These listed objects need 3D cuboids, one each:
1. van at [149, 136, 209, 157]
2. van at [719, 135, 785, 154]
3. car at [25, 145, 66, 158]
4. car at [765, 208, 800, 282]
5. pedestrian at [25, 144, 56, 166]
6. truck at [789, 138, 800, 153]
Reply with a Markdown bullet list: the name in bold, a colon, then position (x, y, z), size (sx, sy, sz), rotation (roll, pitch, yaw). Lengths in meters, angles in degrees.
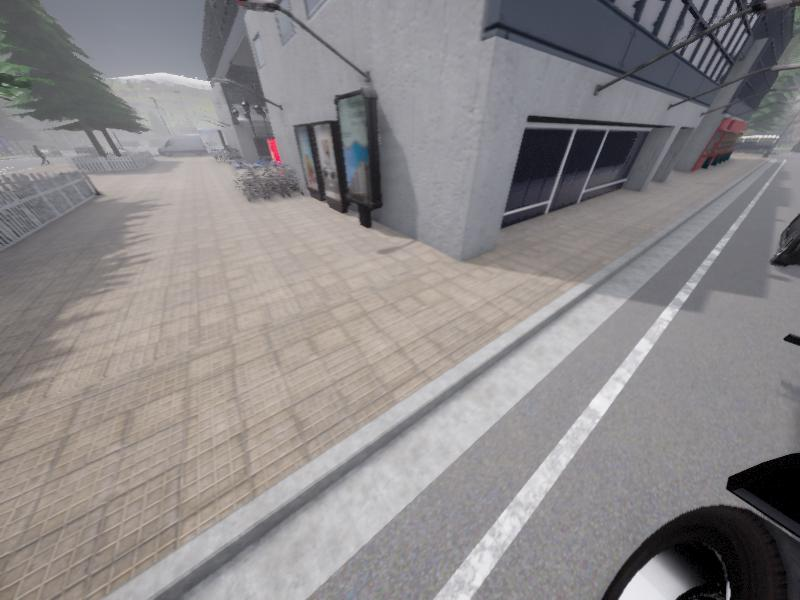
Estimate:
- **van**: position (-33.007, -23.202, 34.863), size (5.915, 2.561, 1.988), rotation (-23, 41, -29)
- **van**: position (48.253, -21.437, 31.826), size (2.069, 2.038, 4.480), rotation (-23, 41, -29)
- **car**: position (-54.363, -22.895, 35.519), size (2.007, 1.525, 4.514), rotation (-24, 41, -29)
- **car**: position (9.532, -1.316, 4.497), size (4.181, 1.385, 1.994), rotation (-22, 41, -28)
- **pedestrian**: position (-36.337, -14.688, 23.392), size (0.751, 1.860, 0.751), rotation (16, 38, 21)
- **truck**: position (62.616, -23.682, 35.070), size (6.274, 2.098, 2.390), rotation (-27, 43, -33)
